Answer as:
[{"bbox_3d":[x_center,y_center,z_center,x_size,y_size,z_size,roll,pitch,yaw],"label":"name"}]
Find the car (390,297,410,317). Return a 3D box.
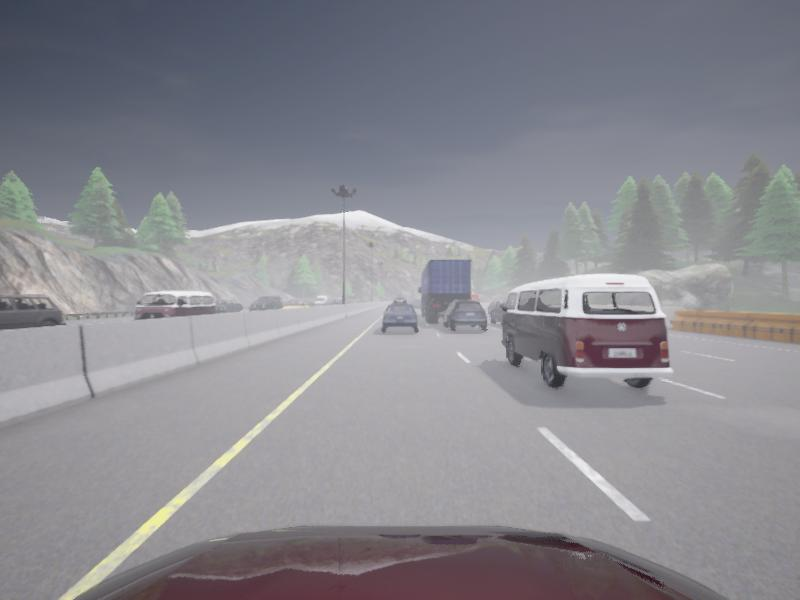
[{"bbox_3d":[0.005,0.658,40.137,1.932,1.855,4.605,0,0,0],"label":"car"}]

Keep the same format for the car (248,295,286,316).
[{"bbox_3d":[-14.003,0.575,42.418,2.150,2.045,5.566,0,0,0],"label":"car"}]

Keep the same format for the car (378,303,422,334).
[{"bbox_3d":[0.001,0.898,21.492,2.033,1.411,5.357,0,0,0],"label":"car"}]

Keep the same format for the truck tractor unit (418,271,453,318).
[{"bbox_3d":[3.383,-0.514,39.467,3.053,4.208,6.516,0,0,1],"label":"truck tractor unit"}]

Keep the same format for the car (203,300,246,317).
[{"bbox_3d":[-17.501,0.786,40.170,2.152,1.651,5.027,0,0,0],"label":"car"}]

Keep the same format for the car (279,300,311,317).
[{"bbox_3d":[-10.502,0.807,40.522,1.801,1.575,5.366,0,0,0],"label":"car"}]

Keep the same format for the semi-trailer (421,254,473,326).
[{"bbox_3d":[3.233,-0.613,31.553,2.717,4.402,14.254,0,0,1],"label":"semi-trailer"}]

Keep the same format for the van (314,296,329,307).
[{"bbox_3d":[-17.508,0.337,89.489,1.988,2.561,5.915,0,0,0],"label":"van"}]

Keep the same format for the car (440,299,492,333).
[{"bbox_3d":[3.485,0.781,22.043,2.033,1.649,4.856,0,0,0],"label":"car"}]

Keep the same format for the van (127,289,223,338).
[{"bbox_3d":[-10.503,0.574,19.119,2.069,2.038,4.480,0,0,0],"label":"van"}]

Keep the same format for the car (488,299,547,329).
[{"bbox_3d":[6.999,0.785,24.552,2.152,1.651,5.027,0,0,0],"label":"car"}]

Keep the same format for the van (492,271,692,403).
[{"bbox_3d":[3.500,0.573,8.452,2.069,2.038,4.480,0,0,0],"label":"van"}]

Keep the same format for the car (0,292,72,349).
[{"bbox_3d":[-14.003,0.654,13.614,1.932,1.855,4.605,0,0,0],"label":"car"}]
